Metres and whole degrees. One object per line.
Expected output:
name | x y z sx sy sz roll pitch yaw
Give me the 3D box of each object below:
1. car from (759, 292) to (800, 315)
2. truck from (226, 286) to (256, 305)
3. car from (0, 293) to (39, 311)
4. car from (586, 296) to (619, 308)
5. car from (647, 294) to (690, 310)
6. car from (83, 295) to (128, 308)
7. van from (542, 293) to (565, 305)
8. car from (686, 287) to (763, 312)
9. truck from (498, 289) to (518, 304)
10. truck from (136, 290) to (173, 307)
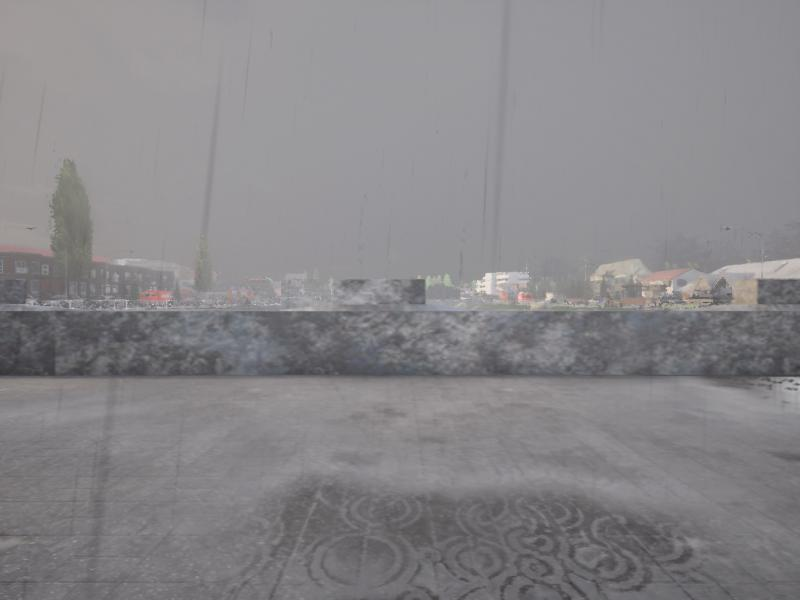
car | 27.849 0.223 27.656 2.007 1.525 4.514 0 0 0
truck | -33.824 -0.918 85.534 2.891 3.827 8.468 0 0 0
car | -37.811 0.196 38.933 1.851 1.617 3.988 0 0 0
car | 27.847 0.222 55.141 2.038 1.542 4.974 0 0 0
car | 27.846 0.183 41.687 1.851 1.617 3.988 0 0 0
car | -37.813 0.179 51.513 1.930 1.638 5.238 0 1 0
van | 31.845 -0.233 83.287 2.351 2.431 6.366 0 0 0
car | 27.847 -0.037 34.636 2.150 2.045 5.566 0 0 0
truck | 27.836 -0.930 103.526 2.891 3.827 8.468 0 0 0
truck | -37.818 -0.237 61.788 2.627 2.467 5.204 0 0 0
